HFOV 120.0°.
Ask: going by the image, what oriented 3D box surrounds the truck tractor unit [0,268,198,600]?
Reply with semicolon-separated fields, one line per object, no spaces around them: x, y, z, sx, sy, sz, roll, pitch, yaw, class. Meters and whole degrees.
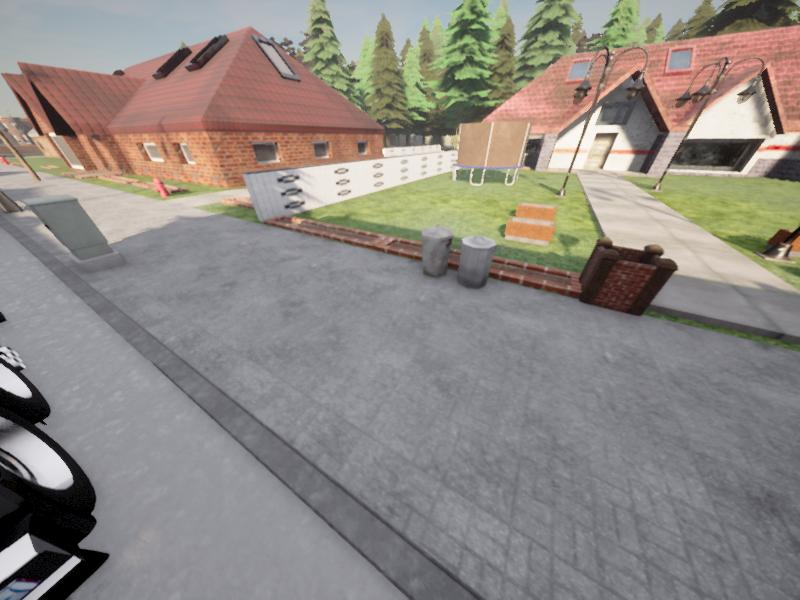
-5.123;-0.286;0.776;6.516;4.208;3.053;18;39;24;truck tractor unit
